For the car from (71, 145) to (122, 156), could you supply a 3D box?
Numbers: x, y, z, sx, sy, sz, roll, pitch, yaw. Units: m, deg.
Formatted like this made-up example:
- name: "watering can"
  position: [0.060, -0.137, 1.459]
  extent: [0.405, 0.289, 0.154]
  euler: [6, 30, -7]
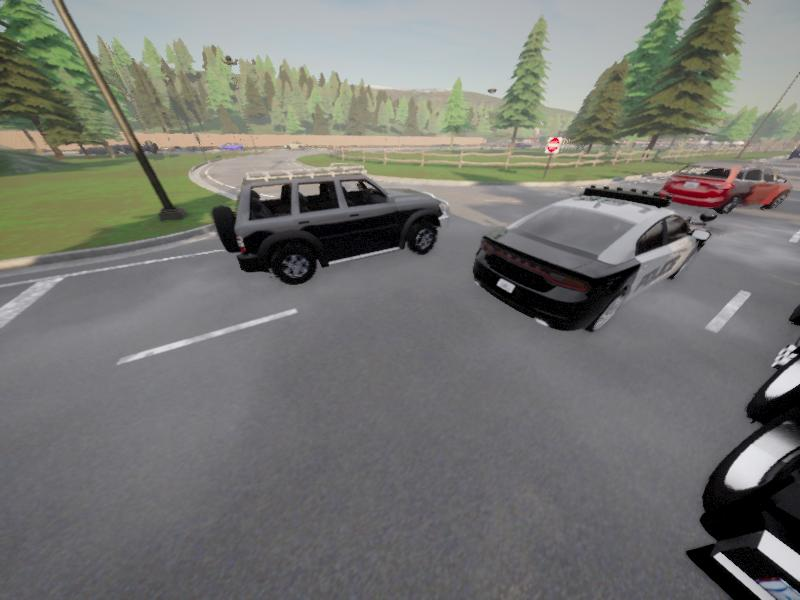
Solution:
- name: "car"
  position: [-45.705, -22.683, 34.984]
  extent: [4.181, 1.385, 1.994]
  euler: [-18, 39, -25]

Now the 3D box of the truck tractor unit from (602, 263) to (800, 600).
- name: "truck tractor unit"
  position: [5.109, -0.303, 0.783]
  extent: [6.516, 4.208, 3.053]
  euler: [-18, 39, -24]

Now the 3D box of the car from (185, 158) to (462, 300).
- name: "car"
  position: [-1.196, -1.897, 5.074]
  extent: [4.605, 1.855, 1.932]
  euler: [-18, 39, -23]

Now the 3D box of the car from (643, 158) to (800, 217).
- name: "car"
  position: [13.333, -4.704, 9.411]
  extent: [4.611, 1.667, 2.242]
  euler: [-9, 36, -13]

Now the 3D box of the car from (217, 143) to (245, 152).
- name: "car"
  position: [-36.183, -32.779, 49.494]
  extent: [4.514, 1.525, 2.007]
  euler: [-18, 39, -25]

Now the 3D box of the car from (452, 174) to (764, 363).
- name: "car"
  position: [3.714, -1.100, 4.176]
  extent: [5.238, 1.638, 1.930]
  euler: [-18, 39, -24]

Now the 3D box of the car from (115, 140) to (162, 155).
- name: "car"
  position: [-43.912, -25.796, 39.008]
  extent: [4.605, 1.855, 1.932]
  euler: [-20, 40, -23]

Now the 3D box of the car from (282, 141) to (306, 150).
- name: "car"
  position: [-25.135, -36.578, 54.678]
  extent: [4.605, 1.855, 1.932]
  euler: [-18, 39, -25]
